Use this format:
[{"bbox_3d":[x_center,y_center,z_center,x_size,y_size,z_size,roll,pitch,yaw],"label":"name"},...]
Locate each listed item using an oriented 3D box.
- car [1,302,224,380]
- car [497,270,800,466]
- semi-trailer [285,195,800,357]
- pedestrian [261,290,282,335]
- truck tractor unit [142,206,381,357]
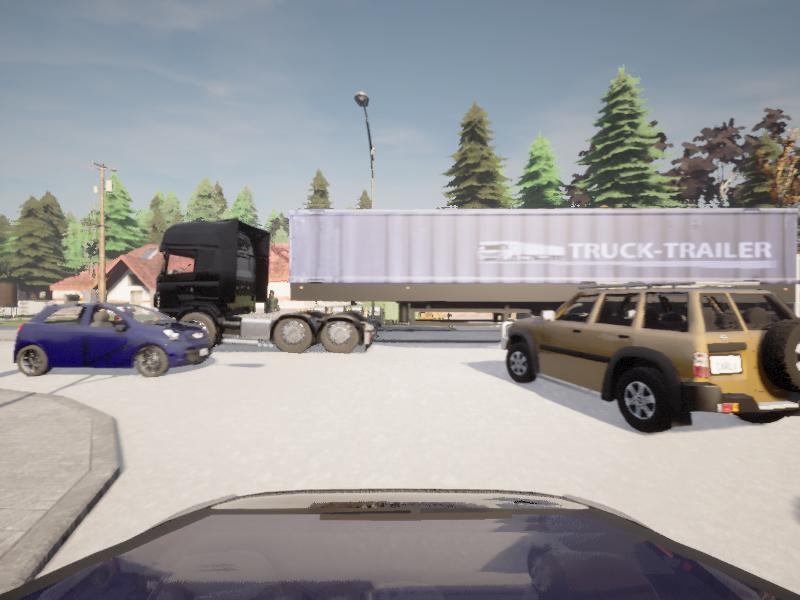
[{"bbox_3d":[-6.128,0.813,8.862,3.633,1.501,1.845,0,0,2],"label":"car"},{"bbox_3d":[3.448,0.641,6.235,1.932,1.855,4.605,0,0,-13],"label":"car"},{"bbox_3d":[3.897,-0.637,12.469,14.254,4.402,2.717,0,0,2],"label":"semi-trailer"},{"bbox_3d":[-5.359,0.510,16.755,0.751,1.860,0.751,0,0,-12],"label":"pedestrian"},{"bbox_3d":[-4.008,-0.538,12.778,6.516,4.208,3.053,0,0,2],"label":"truck tractor unit"}]
